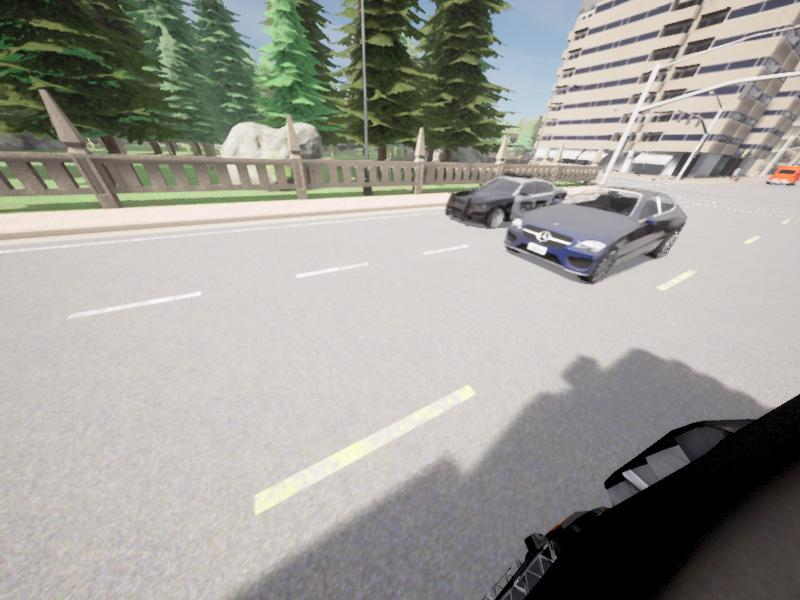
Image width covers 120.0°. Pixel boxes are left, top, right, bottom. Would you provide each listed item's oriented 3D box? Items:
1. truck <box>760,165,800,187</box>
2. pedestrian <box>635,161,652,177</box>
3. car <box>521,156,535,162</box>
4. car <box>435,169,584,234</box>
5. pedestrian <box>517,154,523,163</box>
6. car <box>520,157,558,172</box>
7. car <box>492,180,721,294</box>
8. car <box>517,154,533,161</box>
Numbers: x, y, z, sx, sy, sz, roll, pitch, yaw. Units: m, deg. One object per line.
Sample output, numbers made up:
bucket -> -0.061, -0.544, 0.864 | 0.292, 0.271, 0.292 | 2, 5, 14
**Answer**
truck -> 56.489, -18.141, 33.789 | 5.204, 2.467, 2.627 | -15, 37, -25
pedestrian -> 34.643, -18.655, 32.904 | 0.751, 1.860, 0.751 | -12, 36, -21
car -> 45.608, -50.323, 82.360 | 4.674, 1.442, 1.812 | -15, 37, -25
car -> 4.102, -3.869, 8.680 | 5.238, 1.638, 1.930 | -15, 38, -25
pedestrian -> 31.195, -36.817, 60.071 | 0.751, 1.860, 0.751 | 15, 35, 17
car -> 21.855, -21.489, 36.633 | 2.242, 1.667, 4.611 | -11, 36, -20
car -> 5.150, -1.936, 5.861 | 5.027, 1.651, 2.152 | -15, 37, -25
car -> 46.533, -53.015, 85.955 | 5.566, 2.045, 2.150 | -15, 37, -25
